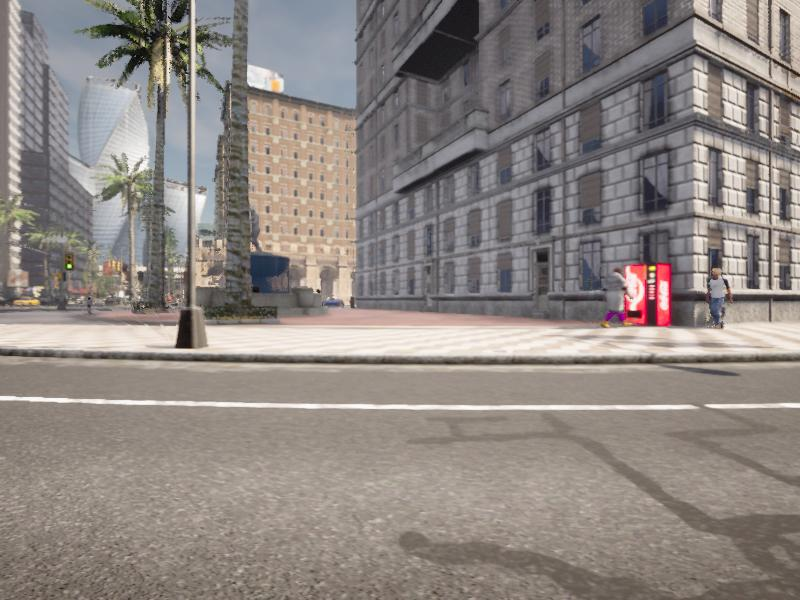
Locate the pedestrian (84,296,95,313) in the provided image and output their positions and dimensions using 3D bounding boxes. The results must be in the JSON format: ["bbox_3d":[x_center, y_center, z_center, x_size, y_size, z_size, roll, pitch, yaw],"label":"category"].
[{"bbox_3d":[-19.452,0.283,25.054,0.500,1.100,0.500,0,0,-29],"label":"pedestrian"}]

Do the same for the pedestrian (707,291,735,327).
[{"bbox_3d":[10.156,0.282,12.655,0.500,1.100,0.500,0,0,-21],"label":"pedestrian"}]

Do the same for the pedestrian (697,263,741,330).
[{"bbox_3d":[9.251,-0.100,11.602,0.751,1.860,0.751,0,0,-26],"label":"pedestrian"}]

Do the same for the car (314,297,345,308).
[{"bbox_3d":[-9.915,0.303,56.089,3.806,1.475,1.970,0,0,-26],"label":"car"}]

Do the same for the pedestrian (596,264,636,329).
[{"bbox_3d":[6.379,-0.100,11.841,0.751,1.860,0.751,0,0,-5],"label":"pedestrian"}]
